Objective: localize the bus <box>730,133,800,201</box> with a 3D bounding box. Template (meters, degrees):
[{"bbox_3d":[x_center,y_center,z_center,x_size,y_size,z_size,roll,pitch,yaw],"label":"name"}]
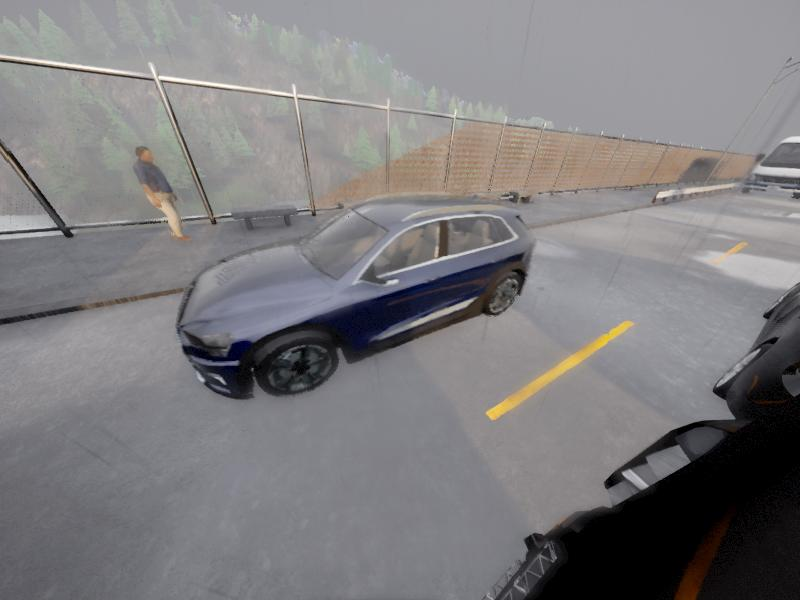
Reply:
[{"bbox_3d":[34.219,-11.324,19.740,10.273,4.253,3.944,-16,38,-26],"label":"bus"}]

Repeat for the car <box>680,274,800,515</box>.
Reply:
[{"bbox_3d":[5.342,0.497,2.207,5.008,1.535,1.882,-16,38,-26],"label":"car"}]

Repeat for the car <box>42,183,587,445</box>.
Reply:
[{"bbox_3d":[-0.077,-0.552,3.292,4.856,1.649,2.033,-16,38,-26],"label":"car"}]

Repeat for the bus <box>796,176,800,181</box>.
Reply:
[{"bbox_3d":[76.332,-23.331,41.003,10.273,4.253,3.944,-16,38,-26],"label":"bus"}]

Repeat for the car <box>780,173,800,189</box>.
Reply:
[{"bbox_3d":[48.256,-14.267,27.745,3.806,1.475,1.970,-16,38,-26],"label":"car"}]

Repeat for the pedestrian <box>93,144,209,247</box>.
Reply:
[{"bbox_3d":[-5.045,-2.150,4.877,0.751,1.860,0.751,0,34,-4],"label":"pedestrian"}]
